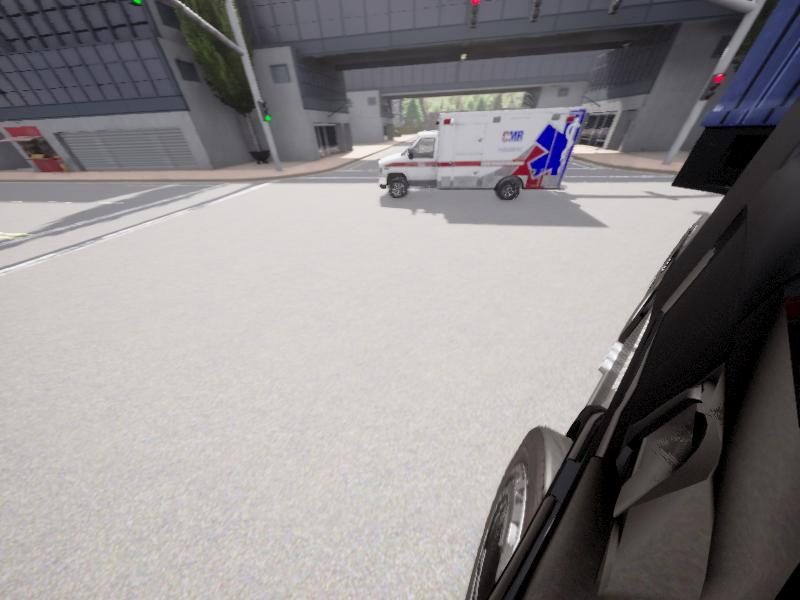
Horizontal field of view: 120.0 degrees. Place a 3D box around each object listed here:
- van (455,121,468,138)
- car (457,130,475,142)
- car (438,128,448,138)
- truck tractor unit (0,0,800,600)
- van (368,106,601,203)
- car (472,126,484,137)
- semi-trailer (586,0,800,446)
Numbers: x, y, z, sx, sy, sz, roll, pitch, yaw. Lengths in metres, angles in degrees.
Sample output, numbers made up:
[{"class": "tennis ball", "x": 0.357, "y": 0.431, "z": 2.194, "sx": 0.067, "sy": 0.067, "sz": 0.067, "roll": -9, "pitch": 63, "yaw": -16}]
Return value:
[{"class": "van", "x": 12.369, "y": -34.787, "z": 47.086, "sx": 1.988, "sy": 2.561, "sz": 5.915, "roll": 4, "pitch": 38, "yaw": 9}, {"class": "car", "x": 9.982, "y": -25.058, "z": 35.254, "sx": 1.994, "sy": 1.385, "sz": 4.181, "roll": 3, "pitch": 37, "yaw": 7}, {"class": "car", "x": 9.122, "y": -35.395, "z": 48.937, "sx": 1.837, "sy": 1.490, "sz": 4.892, "roll": 4, "pitch": 38, "yaw": 9}, {"class": "truck tractor unit", "x": 2.645, "y": -0.295, "z": 0.351, "sx": 6.516, "sy": 4.208, "sz": 3.053, "roll": -28, "pitch": 44, "yaw": -30}, {"class": "van", "x": 2.397, "y": -5.071, "z": 8.215, "sx": 6.366, "sy": 2.431, "sz": 2.351, "roll": 4, "pitch": 37, "yaw": 8}, {"class": "car", "x": 15.999, "y": -34.546, "z": 47.345, "sx": 1.851, "sy": 1.617, "sz": 3.988, "roll": 5, "pitch": 38, "yaw": 10}, {"class": "semi-trailer", "x": 9.978, "y": -2.048, "z": 2.118, "sx": 14.254, "sy": 4.402, "sz": 2.717, "roll": -9, "pitch": 37, "yaw": -8}]
